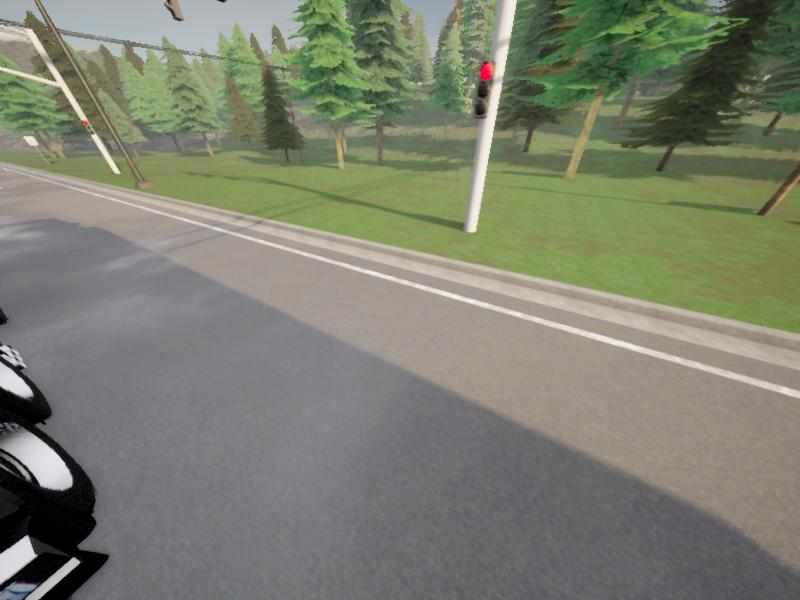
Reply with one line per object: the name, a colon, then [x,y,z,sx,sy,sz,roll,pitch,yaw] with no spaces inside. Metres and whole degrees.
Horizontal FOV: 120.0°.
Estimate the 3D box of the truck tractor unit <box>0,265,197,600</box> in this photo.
truck tractor unit: [-5.115,-0.297,0.775,6.516,4.208,3.053,18,39,24]
